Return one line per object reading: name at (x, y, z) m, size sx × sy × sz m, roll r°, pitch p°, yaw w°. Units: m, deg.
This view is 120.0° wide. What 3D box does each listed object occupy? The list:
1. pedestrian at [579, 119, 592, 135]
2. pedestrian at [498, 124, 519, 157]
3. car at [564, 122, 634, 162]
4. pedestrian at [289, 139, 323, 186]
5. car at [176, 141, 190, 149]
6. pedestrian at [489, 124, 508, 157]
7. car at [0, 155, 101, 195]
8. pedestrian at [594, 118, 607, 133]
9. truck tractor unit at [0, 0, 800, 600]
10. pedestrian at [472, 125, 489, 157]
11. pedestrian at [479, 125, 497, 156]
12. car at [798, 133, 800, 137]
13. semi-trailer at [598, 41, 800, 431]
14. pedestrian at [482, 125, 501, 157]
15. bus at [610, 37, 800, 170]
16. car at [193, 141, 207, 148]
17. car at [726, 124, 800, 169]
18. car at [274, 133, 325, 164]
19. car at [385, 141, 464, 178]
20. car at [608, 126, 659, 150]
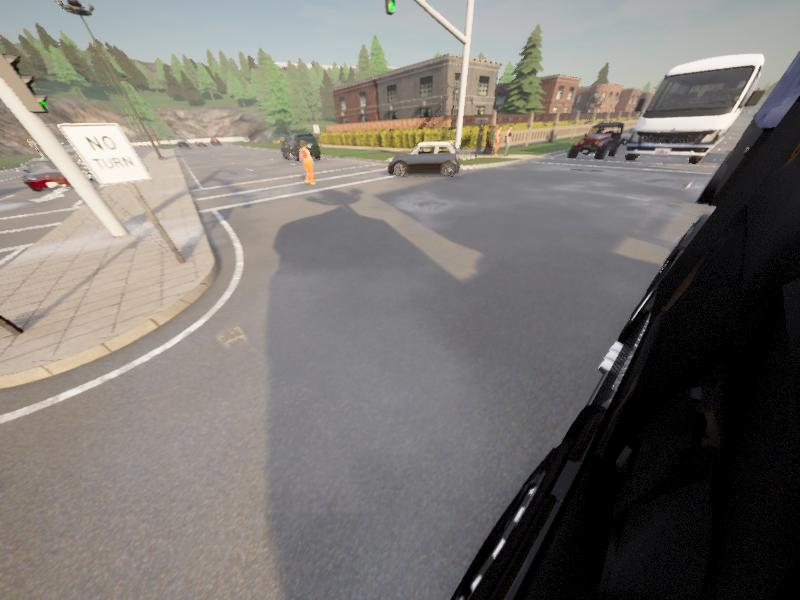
pedestrian at (28.288, -26.426, 35.266) m, size 0.751 × 1.860 × 0.751 m, roll -29°, pitch 44°, yaw -31°
pedestrian at (7.629, -11.220, 16.289) m, size 0.751 × 1.860 × 0.751 m, roll 25°, pitch 45°, yaw 32°
car at (13.011, -10.411, 15.140) m, size 3.866 × 1.878 × 1.905 m, roll -27°, pitch 43°, yaw -29°
pedestrian at (-4.459, -6.564, 11.098) m, size 0.751 × 1.860 × 0.751 m, roll 6°, pitch 38°, yaw 12°
car at (-51.399, -36.690, 54.610) m, size 1.837 × 1.490 × 4.892 m, roll -27°, pitch 43°, yaw -29°
pedestrian at (7.107, -11.513, 16.713) m, size 0.751 × 1.860 × 0.751 m, roll 21°, pitch 43°, yaw 28°
car at (-20.831, -7.768, 14.101) m, size 2.163 × 1.488 × 4.792 m, roll -28°, pitch 43°, yaw -29°
pedestrian at (32.136, -27.943, 37.045) m, size 0.751 × 1.860 × 0.751 m, roll -28°, pitch 44°, yaw -30°
truck tractor unit at (2.645, -0.295, 0.351) m, size 6.516 × 4.208 × 3.053 m, roll -28°, pitch 44°, yaw -30°
pedestrian at (5.922, -11.718, 17.061) m, size 0.751 × 1.860 × 0.751 m, roll 14°, pitch 40°, yaw 21°
pedestrian at (6.536, -11.862, 17.215) m, size 0.751 × 1.860 × 0.751 m, roll 1°, pitch 37°, yaw 5°
car at (39.034, -15.894, 21.146) m, size 3.806 × 1.475 × 1.970 m, roll -28°, pitch 44°, yaw -30°
semi-trailer at (8.690, -3.613, 4.234) m, size 14.254 × 4.402 × 2.717 m, roll -28°, pitch 44°, yaw -30°
pedestrian at (6.572, -11.479, 16.701) m, size 0.751 × 1.860 × 0.751 m, roll 23°, pitch 44°, yaw 30°
bus at (17.261, -10.772, 13.380) m, size 10.273 × 4.253 × 3.944 m, roll -28°, pitch 44°, yaw -30°
car at (-49.780, -38.789, 57.472) m, size 1.895 × 1.301 × 4.718 m, roll -27°, pitch 43°, yaw -29°
car at (18.969, -7.902, 11.728) m, size 4.902 × 1.511 × 2.128 m, roll -28°, pitch 44°, yaw -30°
car at (-9.341, -14.066, 21.302) m, size 2.150 × 2.045 × 5.566 m, roll -27°, pitch 43°, yaw -28°
car at (1.356, -7.527, 12.375) m, size 3.806 × 1.475 × 1.970 m, roll 7°, pitch 38°, yaw 13°
car at (19.982, -13.885, 19.766) m, size 4.181 × 1.385 × 1.994 m, roll -28°, pitch 44°, yaw -30°
